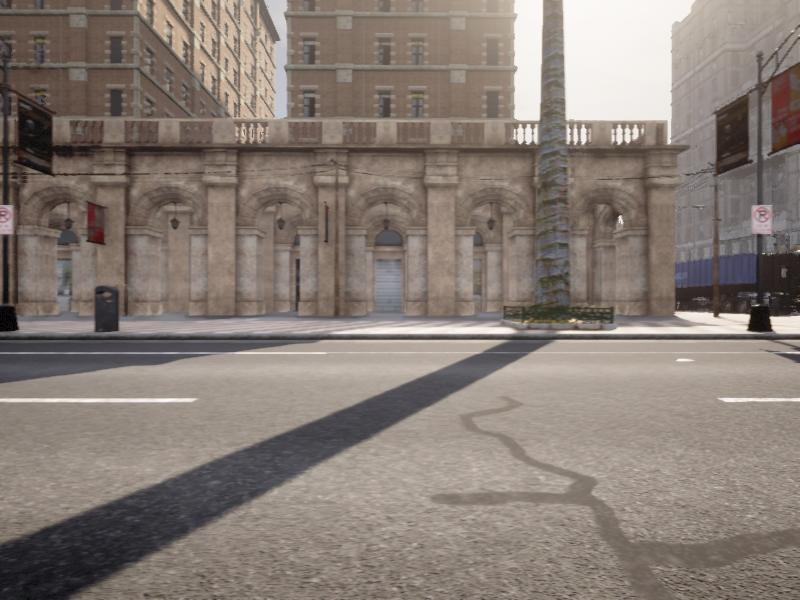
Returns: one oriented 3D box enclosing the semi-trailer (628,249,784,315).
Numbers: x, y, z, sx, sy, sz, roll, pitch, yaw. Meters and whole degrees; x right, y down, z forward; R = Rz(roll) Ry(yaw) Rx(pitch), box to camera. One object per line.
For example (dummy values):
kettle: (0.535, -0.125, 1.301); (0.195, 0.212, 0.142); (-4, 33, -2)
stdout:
semi-trailer: (24.634, -1.225, 34.025); (2.717, 4.402, 14.254); (0, 0, 2)

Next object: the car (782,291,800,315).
car: (27.649, 0.193, 25.342); (1.801, 1.575, 5.366); (0, 0, 0)

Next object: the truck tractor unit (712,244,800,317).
truck tractor unit: (24.372, -1.120, 26.114); (3.053, 4.208, 6.516); (0, 0, 3)
